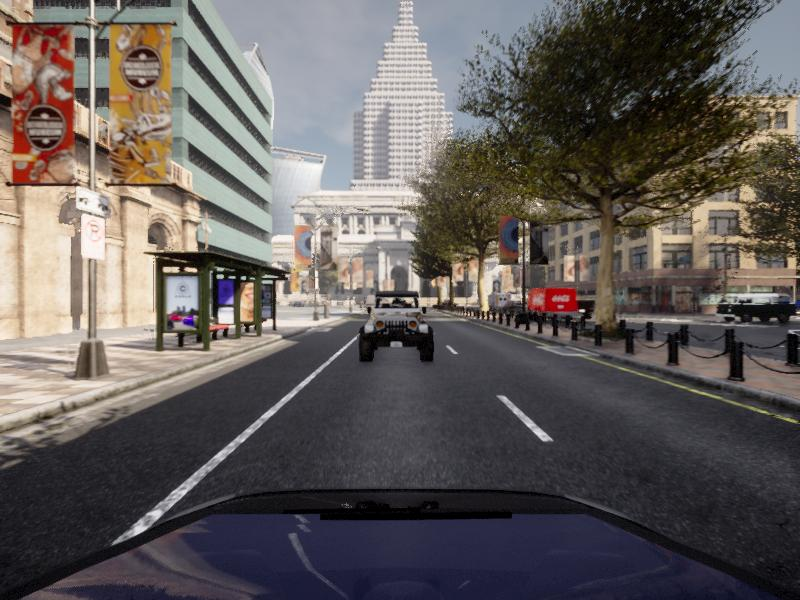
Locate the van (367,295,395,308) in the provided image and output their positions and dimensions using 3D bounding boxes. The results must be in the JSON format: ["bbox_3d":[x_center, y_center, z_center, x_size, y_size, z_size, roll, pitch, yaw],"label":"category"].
[{"bbox_3d":[-3.939,0.338,83.574,5.915,2.561,1.988,0,0,0],"label":"van"}]

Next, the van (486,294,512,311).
[{"bbox_3d":[14.739,0.403,60.092,2.351,2.431,6.366,0,0,0],"label":"van"}]

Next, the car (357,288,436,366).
[{"bbox_3d":[-0.089,0.653,11.564,1.905,1.878,3.866,0,0,0],"label":"car"}]

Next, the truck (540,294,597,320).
[{"bbox_3d":[14.844,0.557,35.718,2.390,2.098,6.274,0,0,0],"label":"truck"}]

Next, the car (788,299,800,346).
[{"bbox_3d":[14.905,0.775,11.727,1.930,1.638,5.238,0,0,0],"label":"car"}]

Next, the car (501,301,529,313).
[{"bbox_3d":[14.804,0.858,51.661,2.128,1.511,4.902,0,0,0],"label":"car"}]

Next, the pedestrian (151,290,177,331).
[{"bbox_3d":[-11.009,0.495,18.661,0.751,1.860,0.751,0,0,9],"label":"pedestrian"}]

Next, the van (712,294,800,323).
[{"bbox_3d":[25.273,0.582,28.474,4.480,2.038,2.069,0,0,3],"label":"van"}]

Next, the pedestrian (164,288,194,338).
[{"bbox_3d":[-8.484,0.493,15.378,0.751,1.860,0.751,0,0,1],"label":"pedestrian"}]

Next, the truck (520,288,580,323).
[{"bbox_3d":[11.358,0.369,30.796,2.627,2.467,5.204,0,0,0],"label":"truck"}]
